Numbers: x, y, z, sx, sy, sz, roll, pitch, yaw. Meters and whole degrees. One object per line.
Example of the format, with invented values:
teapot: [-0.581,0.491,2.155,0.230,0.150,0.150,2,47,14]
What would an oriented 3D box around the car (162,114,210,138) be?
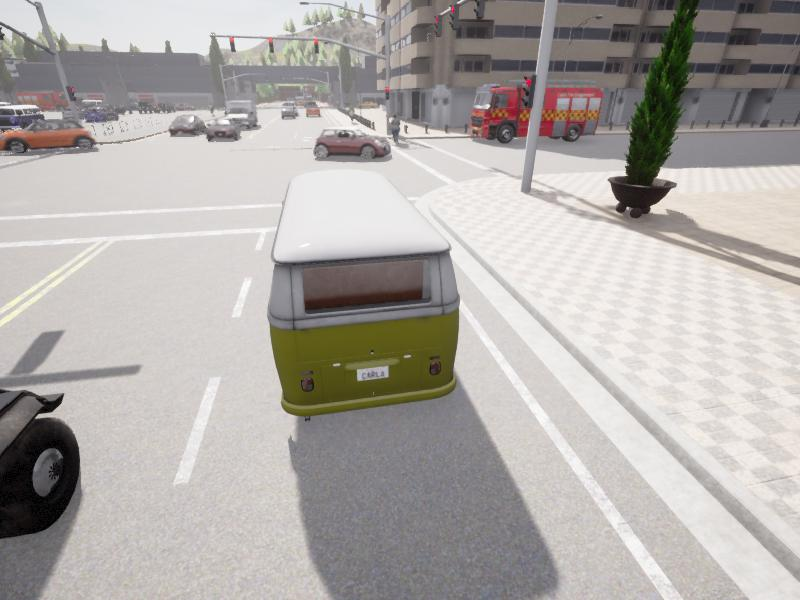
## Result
car: [-17.692,-14.561,33.332,2.163,1.488,4.792,-5,28,-10]

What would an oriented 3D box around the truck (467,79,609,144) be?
truck: [9.340,-13.073,27.713,8.468,3.827,2.891,-5,28,-10]

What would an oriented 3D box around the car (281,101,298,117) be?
car: [-17.256,-30.015,62.775,2.150,2.045,5.566,-5,28,-10]

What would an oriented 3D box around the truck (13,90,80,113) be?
truck: [-67.358,-37.983,76.387,8.468,3.827,2.891,-5,28,-9]

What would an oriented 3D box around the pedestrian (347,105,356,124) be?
pedestrian: [-5.256,-20.137,43.355,0.751,1.860,0.751,-5,28,-10]

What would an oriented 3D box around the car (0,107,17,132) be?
car: [-35.168,-15.076,33.585,1.932,1.855,4.605,-5,28,-10]

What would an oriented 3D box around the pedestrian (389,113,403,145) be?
pedestrian: [-0.286,-11.149,26.114,0.751,1.860,0.751,-6,28,-12]

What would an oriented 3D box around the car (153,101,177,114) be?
car: [-39.946,-32.804,68.070,1.932,1.855,4.605,-5,28,-10]

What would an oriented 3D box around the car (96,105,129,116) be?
car: [-44.207,-29.228,61.637,2.033,1.415,5.357,-5,28,-10]

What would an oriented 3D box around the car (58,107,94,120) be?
car: [-42.053,-24.279,52.023,1.970,1.475,3.806,-5,28,-10]

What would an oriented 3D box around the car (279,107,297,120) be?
car: [-15.731,-26.331,56.314,2.033,1.411,5.357,-6,28,-11]

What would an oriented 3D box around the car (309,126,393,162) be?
car: [-2.491,-8.222,20.920,3.806,1.475,1.970,7,28,13]

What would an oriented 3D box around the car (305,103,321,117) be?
car: [-13.293,-28.998,61.066,2.097,1.767,4.553,-5,28,-10]

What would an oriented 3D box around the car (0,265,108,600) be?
car: [-3.362,1.528,1.572,1.905,1.878,3.866,-5,28,-10]

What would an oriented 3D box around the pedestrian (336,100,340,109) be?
pedestrian: [-14.701,-46.245,94.477,0.751,1.860,0.751,-6,28,-12]

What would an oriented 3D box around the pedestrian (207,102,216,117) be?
pedestrian: [-27.197,-27.506,57.721,0.751,1.860,0.751,-6,28,-11]

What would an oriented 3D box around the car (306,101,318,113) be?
car: [-16.083,-35.353,73.338,1.905,1.878,3.866,-5,28,-10]

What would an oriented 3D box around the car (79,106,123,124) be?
car: [-35.283,-21.960,47.346,2.242,1.667,4.611,-5,28,-10]

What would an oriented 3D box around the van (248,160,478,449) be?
van: [-0.682,-0.530,5.468,1.775,1.987,4.442,-5,28,-10]

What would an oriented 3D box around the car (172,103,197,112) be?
car: [-43.403,-38.810,80.626,3.806,1.475,1.970,-5,28,-10]

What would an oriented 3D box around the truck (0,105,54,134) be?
truck: [-32.341,-15.450,34.102,2.069,2.038,4.478,-5,28,-10]

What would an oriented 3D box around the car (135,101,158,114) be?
car: [-42.796,-32.567,67.619,1.905,1.878,3.866,-5,28,-10]

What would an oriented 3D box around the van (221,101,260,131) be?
van: [-15.545,-18.202,39.375,2.351,2.431,6.366,-5,28,-10]

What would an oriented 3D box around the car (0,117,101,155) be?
car: [-20.488,-9.607,23.256,4.553,1.767,2.097,-18,32,-32]

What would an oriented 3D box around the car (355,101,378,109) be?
car: [-8.021,-47.082,96.494,5.366,1.575,1.801,-5,28,-10]

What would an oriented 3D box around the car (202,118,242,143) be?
car: [-13.076,-12.594,29.610,1.994,1.385,4.181,-7,28,-13]

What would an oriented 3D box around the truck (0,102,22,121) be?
truck: [-50.561,-23.786,50.342,2.069,2.038,4.478,-5,28,-10]
